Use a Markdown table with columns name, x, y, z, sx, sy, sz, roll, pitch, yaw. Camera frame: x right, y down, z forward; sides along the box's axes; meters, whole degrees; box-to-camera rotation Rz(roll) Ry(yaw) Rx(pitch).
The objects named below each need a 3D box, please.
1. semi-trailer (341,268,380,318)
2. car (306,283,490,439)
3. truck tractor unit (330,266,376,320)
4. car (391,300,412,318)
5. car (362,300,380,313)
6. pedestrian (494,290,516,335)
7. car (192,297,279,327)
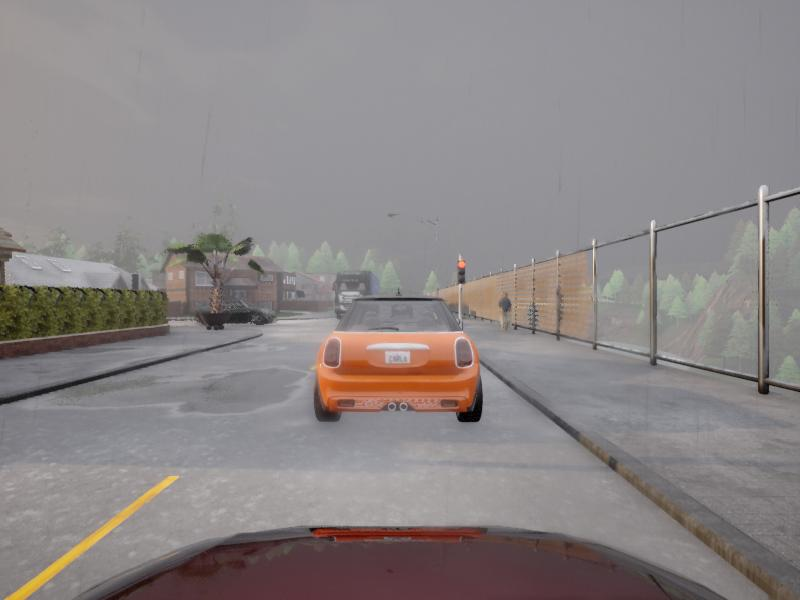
| name | x | y | z | sx | sy | sz | roll | pitch | yaw |
| --- | --- | --- | --- | --- | --- | --- | --- | --- | --- |
| semi-trailer | -3.801 | -0.617 | 42.092 | 2.717 | 4.402 | 14.254 | 0 | 0 | 0 |
| car | -0.001 | 0.694 | 6.836 | 2.097 | 1.767 | 4.553 | 0 | 0 | 1 |
| truck tractor unit | -3.833 | -0.525 | 34.182 | 3.053 | 4.208 | 6.516 | 0 | -1 | 0 |
| car | 0.209 | 0.823 | 37.824 | 1.882 | 1.535 | 5.008 | 0 | 0 | 1 |
| car | -3.754 | 0.773 | 51.808 | 1.930 | 1.638 | 5.238 | 0 | 0 | 0 |
| pedestrian | 4.451 | 0.533 | 16.939 | 0.751 | 1.860 | 0.751 | 0 | 0 | 1 |
| car | -10.127 | 0.695 | 24.965 | 4.553 | 1.767 | 2.097 | 0 | 0 | -4 |
